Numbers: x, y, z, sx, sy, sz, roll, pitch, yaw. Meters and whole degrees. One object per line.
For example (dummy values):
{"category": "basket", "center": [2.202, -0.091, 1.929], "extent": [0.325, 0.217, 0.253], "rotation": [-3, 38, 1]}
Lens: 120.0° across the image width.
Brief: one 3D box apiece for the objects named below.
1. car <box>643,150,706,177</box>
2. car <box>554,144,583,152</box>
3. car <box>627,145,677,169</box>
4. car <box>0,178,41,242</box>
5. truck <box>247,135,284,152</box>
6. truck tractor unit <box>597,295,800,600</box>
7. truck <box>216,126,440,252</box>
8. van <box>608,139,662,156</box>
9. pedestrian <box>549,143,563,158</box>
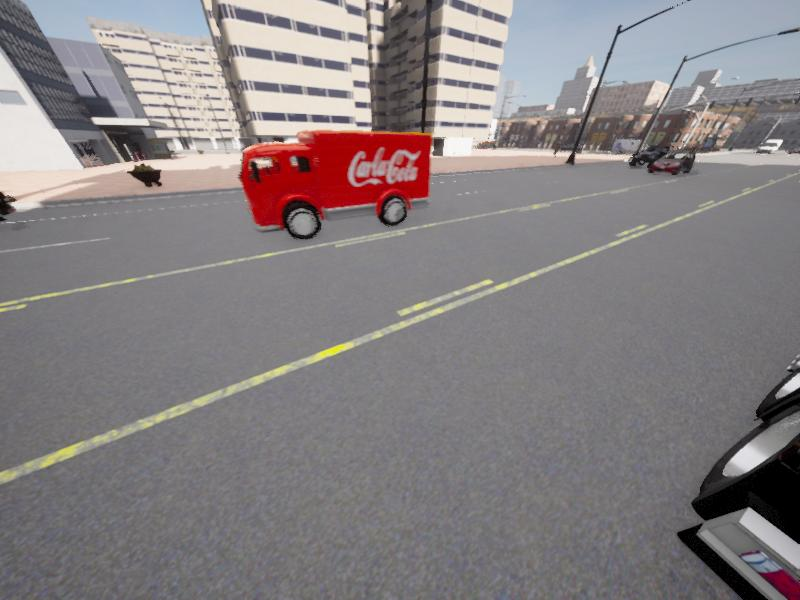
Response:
{"category": "car", "center": [22.314, -11.164, 18.807], "extent": [3.988, 1.617, 1.851], "rotation": [-18, 39, -24]}
{"category": "car", "center": [39.801, -36.013, 54.722], "extent": [2.128, 1.511, 4.902], "rotation": [-18, 39, -25]}
{"category": "car", "center": [25.933, -14.799, 23.807], "extent": [3.866, 1.878, 1.905], "rotation": [-18, 39, -25]}
{"category": "car", "center": [-12.922, -2.036, 5.174], "extent": [4.605, 1.855, 1.932], "rotation": [-19, 39, -25]}
{"category": "truck", "center": [-39.302, -46.031, 67.935], "extent": [8.468, 3.827, 2.891], "rotation": [-20, 39, -26]}
{"category": "truck tractor unit", "center": [5.161, -0.247, 0.705], "extent": [6.516, 4.208, 3.053], "rotation": [-16, 38, -22]}
{"category": "truck", "center": [-1.807, -3.582, 6.972], "extent": [5.204, 2.467, 2.627], "rotation": [-18, 39, -25]}
{"category": "van", "center": [43.752, -28.585, 43.285], "extent": [2.351, 2.431, 6.366], "rotation": [-18, 39, -25]}
{"category": "pedestrian", "center": [22.732, -21.788, 33.655], "extent": [0.751, 1.860, 0.751], "rotation": [-8, 36, -12]}
